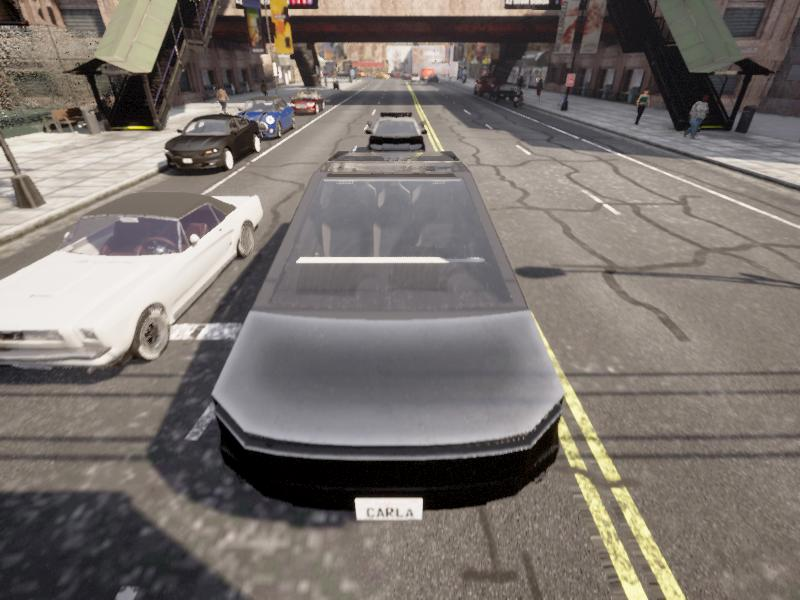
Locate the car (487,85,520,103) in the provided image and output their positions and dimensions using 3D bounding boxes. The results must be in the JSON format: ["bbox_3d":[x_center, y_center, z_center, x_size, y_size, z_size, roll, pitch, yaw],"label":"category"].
[{"bbox_3d":[9.964,-20.078,38.910,1.895,1.301,4.718,0,30,-1],"label":"car"}]

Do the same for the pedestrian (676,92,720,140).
[{"bbox_3d":[13.005,-8.046,17.509,0.751,1.860,0.751,0,30,0],"label":"pedestrian"}]

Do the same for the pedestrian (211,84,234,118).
[{"bbox_3d":[-10.926,-12.267,24.682,0.751,1.860,0.751,0,30,0],"label":"pedestrian"}]

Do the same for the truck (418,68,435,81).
[{"bbox_3d":[6.011,-51.384,91.108,2.627,2.467,5.204,-6,31,-10],"label":"truck"}]

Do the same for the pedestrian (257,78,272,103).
[{"bbox_3d":[-11.838,-18.290,34.947,0.751,1.860,0.751,1,30,2],"label":"pedestrian"}]

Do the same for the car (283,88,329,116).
[{"bbox_3d":[-6.715,-14.461,29.096,2.231,1.521,4.892,0,30,-1],"label":"car"}]

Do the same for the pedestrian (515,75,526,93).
[{"bbox_3d":[14.447,-25.954,48.031,0.751,1.860,0.751,-4,31,-7],"label":"pedestrian"}]

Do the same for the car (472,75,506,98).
[{"bbox_3d":[9.884,-24.137,45.103,2.435,2.045,5.566,0,30,-1],"label":"car"}]

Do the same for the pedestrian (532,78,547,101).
[{"bbox_3d":[12.707,-19.194,36.508,0.751,1.860,0.751,0,30,0],"label":"pedestrian"}]

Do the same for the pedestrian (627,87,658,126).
[{"bbox_3d":[13.026,-10.411,21.541,0.751,1.860,0.751,3,31,6],"label":"pedestrian"}]

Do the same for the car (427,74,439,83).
[{"bbox_3d":[6.623,-44.619,80.450,2.038,1.542,4.974,0,30,0],"label":"car"}]

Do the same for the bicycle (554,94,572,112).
[{"bbox_3d":[11.821,-14.362,29.122,0.373,1.024,1.643,8,30,-6],"label":"bicycle"}]

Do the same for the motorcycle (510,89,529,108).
[{"bbox_3d":[9.935,-16.765,33.244,0.764,1.277,2.356,16,34,25],"label":"motorcycle"}]

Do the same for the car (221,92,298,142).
[{"bbox_3d":[-6.698,-9.117,19.739,2.185,1.767,4.553,0,30,-1],"label":"car"}]

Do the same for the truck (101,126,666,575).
[{"bbox_3d":[-0.079,-0.604,4.928,2.390,2.098,6.274,0,30,0],"label":"truck"}]

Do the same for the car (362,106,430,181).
[{"bbox_3d":[-0.128,-5.654,13.987,1.930,1.638,5.238,0,30,0],"label":"car"}]

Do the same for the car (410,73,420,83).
[{"bbox_3d":[3.115,-45.532,82.065,1.851,1.617,3.988,0,30,0],"label":"car"}]

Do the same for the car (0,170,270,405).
[{"bbox_3d":[-3.704,-0.689,5.864,1.895,1.301,4.718,1,30,2],"label":"car"}]

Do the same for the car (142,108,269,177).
[{"bbox_3d":[-6.529,-5.757,14.261,2.097,1.535,5.008,0,30,-1],"label":"car"}]
